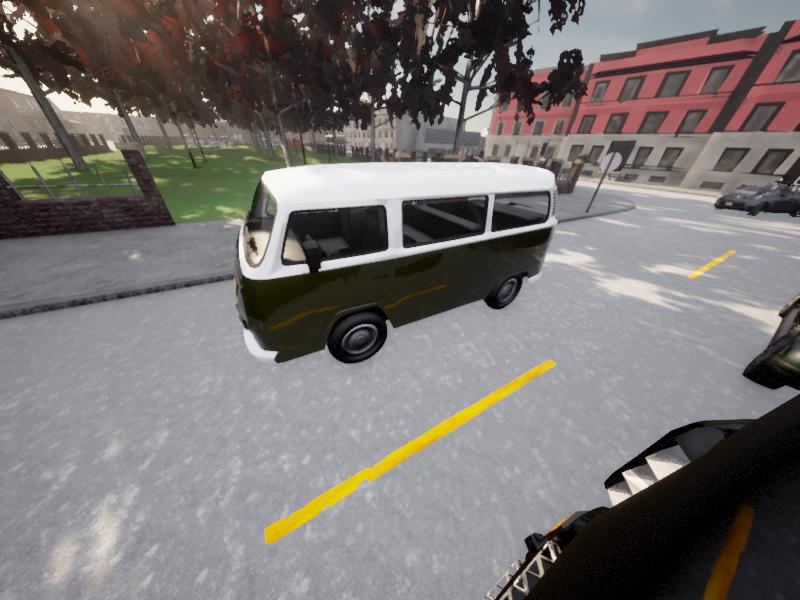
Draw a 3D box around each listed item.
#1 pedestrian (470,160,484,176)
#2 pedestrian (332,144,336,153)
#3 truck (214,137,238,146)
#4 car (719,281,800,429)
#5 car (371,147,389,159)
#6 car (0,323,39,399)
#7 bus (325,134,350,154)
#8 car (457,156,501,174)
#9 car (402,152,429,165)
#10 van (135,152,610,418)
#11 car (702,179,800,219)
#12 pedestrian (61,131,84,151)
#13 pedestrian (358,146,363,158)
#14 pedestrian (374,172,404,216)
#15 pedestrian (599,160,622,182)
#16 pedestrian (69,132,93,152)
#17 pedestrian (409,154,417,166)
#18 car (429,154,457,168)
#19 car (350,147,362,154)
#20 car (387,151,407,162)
[{"bbox_3d":[7.357,-12.674,22.187,0.751,1.300,0.751,-15,38,-25],"label":"pedestrian"},{"bbox_3d":[-16.067,-36.775,56.168,0.751,1.860,0.751,-15,38,-25],"label":"pedestrian"},{"bbox_3d":[-62.059,-56.605,82.514,6.274,2.098,2.390,-15,38,-26],"label":"truck"},{"bbox_3d":[5.963,0.321,2.466,3.988,1.617,1.851,-16,38,-26],"label":"car"},{"bbox_3d":[-4.088,-29.777,46.768,1.932,1.855,4.605,-16,38,-26],"label":"car"},{"bbox_3d":[-5.210,0.919,0.778,3.633,1.501,1.845,-16,38,-26],"label":"car"},{"bbox_3d":[-18.126,-45.117,66.634,3.944,4.253,10.273,-16,38,-26],"label":"bus"},{"bbox_3d":[9.277,-16.092,27.535,1.837,1.490,4.892,-16,38,-26],"label":"car"},{"bbox_3d":[2.414,-23.048,37.453,2.007,1.525,4.514,-16,38,-26],"label":"car"},{"bbox_3d":[0.200,-0.794,3.310,4.480,2.038,2.069,-15,38,-25],"label":"van"},{"bbox_3d":[18.766,-5.224,11.867,3.633,1.501,1.845,0,33,-4],"label":"car"},{"bbox_3d":[-38.029,-18.425,26.854,0.751,1.860,0.751,29,41,33],"label":"pedestrian"},{"bbox_3d":[-7.415,-27.871,43.425,0.751,1.860,0.751,-16,38,-26],"label":"pedestrian"},{"bbox_3d":[-0.400,-3.782,8.201,0.751,1.300,0.751,-16,38,-26],"label":"pedestrian"},{"bbox_3d":[20.997,-12.895,23.059,0.751,1.860,0.751,-16,38,-26],"label":"pedestrian"},{"bbox_3d":[-36.911,-18.299,26.750,0.751,1.860,0.751,-16,38,-26],"label":"pedestrian"},{"bbox_3d":[1.695,-18.397,30.367,0.751,1.300,0.751,-16,38,-26],"label":"pedestrian"},{"bbox_3d":[5.960,-19.474,32.319,1.789,1.549,3.705,-16,38,-26],"label":"car"},{"bbox_3d":[-12.545,-42.638,65.795,1.845,1.501,3.633,-16,38,-26],"label":"car"},{"bbox_3d":[-0.657,-26.130,41.903,1.970,1.475,3.806,-15,38,-25],"label":"car"}]
